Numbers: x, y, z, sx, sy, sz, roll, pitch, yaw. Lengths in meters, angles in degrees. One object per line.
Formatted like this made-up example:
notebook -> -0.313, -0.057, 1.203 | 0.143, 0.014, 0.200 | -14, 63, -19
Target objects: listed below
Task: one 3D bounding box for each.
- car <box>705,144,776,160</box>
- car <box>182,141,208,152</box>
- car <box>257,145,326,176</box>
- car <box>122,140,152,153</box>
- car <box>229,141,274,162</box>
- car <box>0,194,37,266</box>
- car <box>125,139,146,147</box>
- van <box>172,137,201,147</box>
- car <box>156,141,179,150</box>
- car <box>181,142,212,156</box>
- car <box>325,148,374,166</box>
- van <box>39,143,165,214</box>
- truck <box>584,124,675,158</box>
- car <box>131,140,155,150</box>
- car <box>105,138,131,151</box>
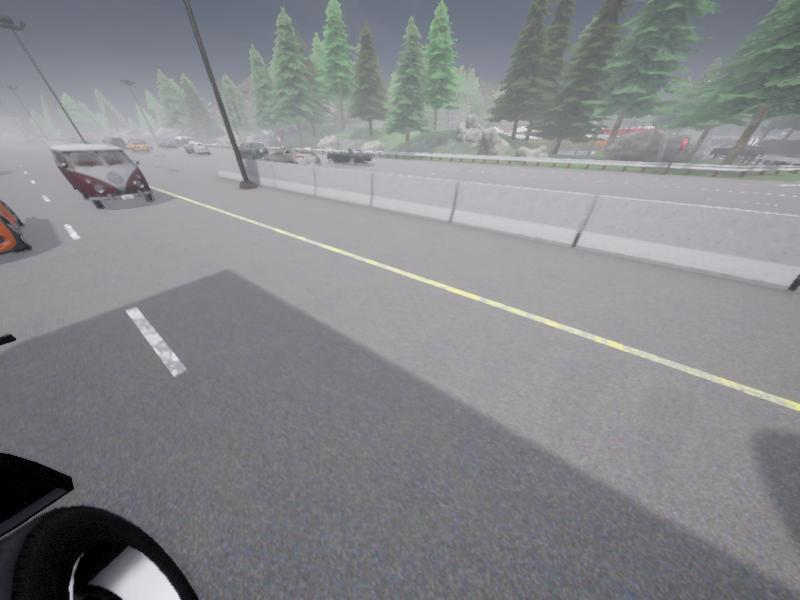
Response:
car -> 43.953, -19.220, 29.995 | 5.008, 1.535, 1.882 | 8, 36, 10
car -> -36.207, -27.105, 40.777 | 4.674, 1.442, 1.812 | 22, 41, 28
car -> -8.367, -10.835, 17.791 | 5.027, 1.651, 2.152 | 22, 41, 28
car -> -42.686, -24.882, 37.451 | 5.366, 1.575, 1.801 | 22, 41, 28
car -> -16.772, -16.818, 26.052 | 4.553, 1.767, 2.097 | 22, 41, 28
car -> -10.528, -1.926, 4.988 | 4.553, 1.767, 2.097 | 22, 41, 28
car -> -66.470, -39.497, 58.009 | 4.611, 1.667, 2.242 | 22, 41, 28
van -> -53.085, -39.390, 57.531 | 2.069, 2.038, 4.480 | 11, 36, 14
car -> -47.806, -31.796, 47.452 | 4.718, 1.301, 1.895 | 22, 41, 28
car -> -29.407, -21.866, 33.378 | 3.806, 1.475, 1.970 | 22, 41, 28
car -> -5.070, -14.283, 22.992 | 4.718, 1.301, 1.895 | 22, 41, 28
van -> -11.709, -4.951, 9.108 | 4.442, 1.987, 1.775 | 22, 41, 28
truck -> 33.114, -23.404, 34.049 | 8.468, 3.827, 2.891 | 22, 41, 28
car -> -50.513, -30.537, 45.436 | 3.988, 1.617, 1.851 | 22, 41, 28
car -> -52.354, -28.960, 42.895 | 3.866, 1.878, 1.905 | 22, 41, 28
